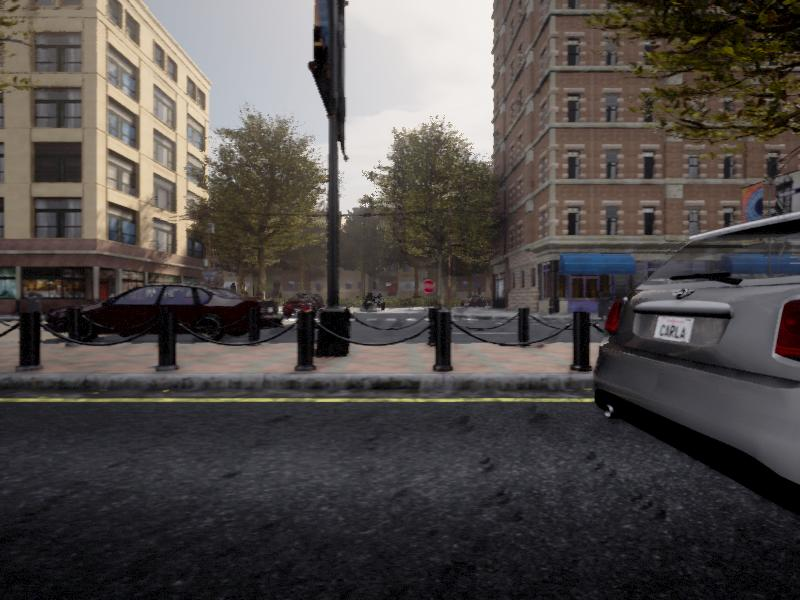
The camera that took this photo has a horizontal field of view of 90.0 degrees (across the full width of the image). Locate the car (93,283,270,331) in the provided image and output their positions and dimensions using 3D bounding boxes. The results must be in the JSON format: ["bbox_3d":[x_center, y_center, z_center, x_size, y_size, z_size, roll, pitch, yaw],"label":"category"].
[{"bbox_3d":[-7.278,0.221,13.695,5.008,1.535,1.882,0,0,0],"label":"car"}]

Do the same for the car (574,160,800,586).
[{"bbox_3d":[3.290,0.253,2.205,3.806,1.475,1.970,0,0,0],"label":"car"}]

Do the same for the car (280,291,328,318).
[{"bbox_3d":[-5.793,0.254,24.655,1.816,1.474,4.193,0,0,2],"label":"car"}]

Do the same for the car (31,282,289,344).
[{"bbox_3d":[-5.804,0.294,10.203,5.357,1.411,2.033,0,0,0],"label":"car"}]

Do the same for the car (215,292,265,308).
[{"bbox_3d":[-20.642,-0.031,51.699,5.566,2.045,2.150,0,0,0],"label":"car"}]

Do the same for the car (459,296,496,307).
[{"bbox_3d":[10.638,0.252,55.197,4.792,1.488,2.163,0,0,0],"label":"car"}]

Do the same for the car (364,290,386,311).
[{"bbox_3d":[-2.391,0.053,38.844,1.932,1.855,4.605,0,0,-1],"label":"car"}]

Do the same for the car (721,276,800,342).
[{"bbox_3d":[11.458,0.223,10.201,5.008,1.535,1.882,0,0,0],"label":"car"}]
